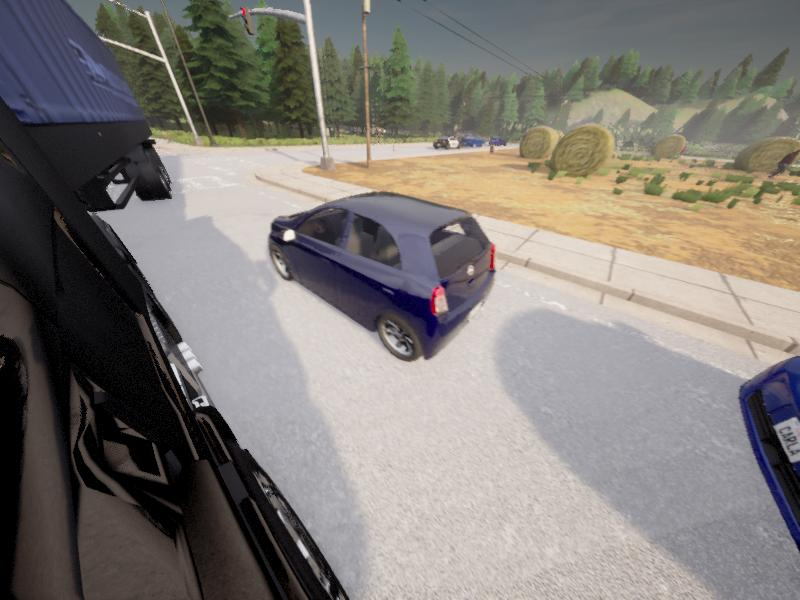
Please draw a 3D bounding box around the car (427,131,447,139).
[{"bbox_3d":[9.363,-42.079,58.933,4.514,1.525,2.007,31,45,32],"label":"car"}]

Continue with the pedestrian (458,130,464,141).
[{"bbox_3d":[13.352,-36.083,50.635,0.751,1.860,0.751,-24,44,-31],"label":"pedestrian"}]

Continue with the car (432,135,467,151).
[{"bbox_3d":[6.517,-20.762,30.465,2.038,1.542,4.974,29,44,30],"label":"car"}]

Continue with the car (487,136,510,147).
[{"bbox_3d":[17.437,-28.052,40.841,2.007,1.525,4.514,29,44,30],"label":"car"}]

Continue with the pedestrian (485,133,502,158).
[{"bbox_3d":[8.735,-14.519,21.700,0.751,1.860,0.751,-23,44,-30],"label":"pedestrian"}]

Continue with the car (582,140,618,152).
[{"bbox_3d":[36.841,-28.503,42.587,4.514,1.525,2.007,31,45,32],"label":"car"}]

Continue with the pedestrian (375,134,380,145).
[{"bbox_3d":[-3.034,-21.403,30.787,0.500,1.100,0.500,16,39,17],"label":"pedestrian"}]

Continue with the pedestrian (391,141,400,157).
[{"bbox_3d":[-0.411,-12.585,19.225,0.500,1.100,0.500,30,45,31],"label":"pedestrian"}]

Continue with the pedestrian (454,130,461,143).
[{"bbox_3d":[10.778,-30.642,43.298,0.751,1.860,0.751,25,42,27],"label":"pedestrian"}]

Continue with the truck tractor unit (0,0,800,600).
[{"bbox_3d":[-2.645,-0.295,0.351,6.516,4.208,3.053,28,44,30],"label":"truck tractor unit"}]

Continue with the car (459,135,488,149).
[{"bbox_3d":[11.104,-23.824,34.816,1.882,1.535,5.008,29,44,30],"label":"car"}]

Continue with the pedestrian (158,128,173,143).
[{"bbox_3d":[-21.555,-15.118,21.234,0.500,1.100,0.500,-29,47,-35],"label":"pedestrian"}]

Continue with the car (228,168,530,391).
[{"bbox_3d":[-0.507,-0.801,3.435,3.633,1.501,1.845,28,43,30],"label":"car"}]

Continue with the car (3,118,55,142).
[{"bbox_3d":[-32.446,-14.951,20.318,4.193,1.474,1.816,28,44,30],"label":"car"}]

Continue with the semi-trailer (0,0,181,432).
[{"bbox_3d":[-7.779,-4.104,4.961,2.717,4.402,14.254,-24,44,-30],"label":"semi-trailer"}]

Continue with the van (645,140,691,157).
[{"bbox_3d":[43.467,-24.705,37.570,4.442,1.987,1.775,31,45,32],"label":"van"}]

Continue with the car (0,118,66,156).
[{"bbox_3d":[-23.768,-10.431,14.684,4.611,1.667,2.242,28,44,30],"label":"car"}]

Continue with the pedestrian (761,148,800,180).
[{"bbox_3d":[26.882,-9.493,16.125,0.751,1.860,0.751,-5,38,-10],"label":"pedestrian"}]

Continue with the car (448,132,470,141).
[{"bbox_3d":[14.189,-39.174,55.370,2.007,1.525,4.514,-29,47,-35],"label":"car"}]
